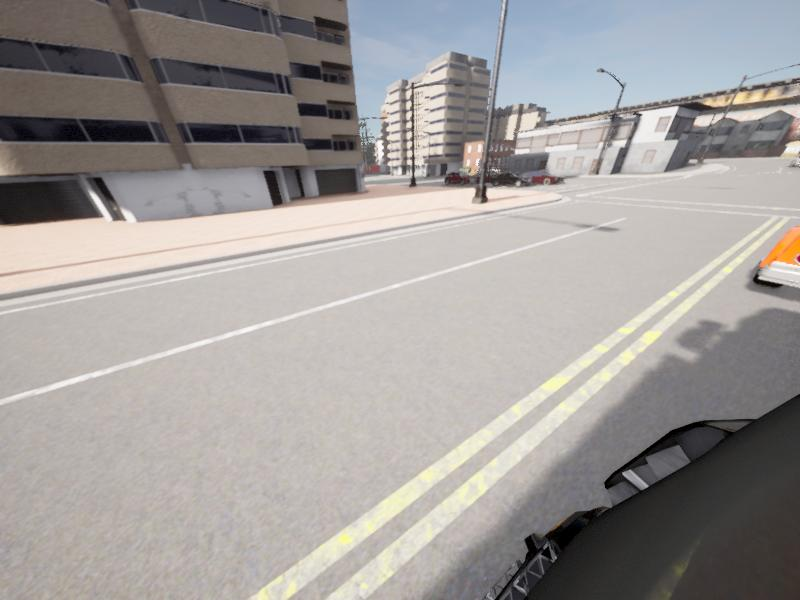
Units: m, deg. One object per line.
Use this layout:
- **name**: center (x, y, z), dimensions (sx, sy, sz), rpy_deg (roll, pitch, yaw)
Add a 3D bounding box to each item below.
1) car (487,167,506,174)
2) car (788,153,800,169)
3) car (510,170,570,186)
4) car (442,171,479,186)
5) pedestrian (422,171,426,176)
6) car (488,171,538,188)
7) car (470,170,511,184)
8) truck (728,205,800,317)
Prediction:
- **car**: center (23.971, -32.309, 57.633), dimensions (1.970, 1.475, 3.806), rpy_deg (-19, 33, -26)
- **car**: center (48.991, -16.710, 27.708), dimensions (4.674, 1.442, 1.812), rpy_deg (-26, 37, -32)
- **car**: center (15.799, -14.031, 26.492), dimensions (2.033, 1.411, 5.357), rpy_deg (-19, 33, -26)
- **car**: center (8.149, -16.638, 31.576), dimensions (2.033, 1.649, 4.856), rpy_deg (-19, 33, -26)
- **pedestrian**: center (7.362, -38.491, 70.367), dimensions (0.751, 1.300, 0.751), rpy_deg (-19, 34, -26)
- **car**: center (12.345, -13.400, 25.628), dimensions (1.812, 1.442, 4.674), rpy_deg (-19, 33, -26)
- **car**: center (12.220, -16.774, 31.583), dimensions (2.163, 1.488, 4.792), rpy_deg (-19, 33, -26)
- **truck**: center (8.899, -1.281, 3.741), dimensions (5.204, 2.467, 2.627), rpy_deg (-18, 34, -25)
